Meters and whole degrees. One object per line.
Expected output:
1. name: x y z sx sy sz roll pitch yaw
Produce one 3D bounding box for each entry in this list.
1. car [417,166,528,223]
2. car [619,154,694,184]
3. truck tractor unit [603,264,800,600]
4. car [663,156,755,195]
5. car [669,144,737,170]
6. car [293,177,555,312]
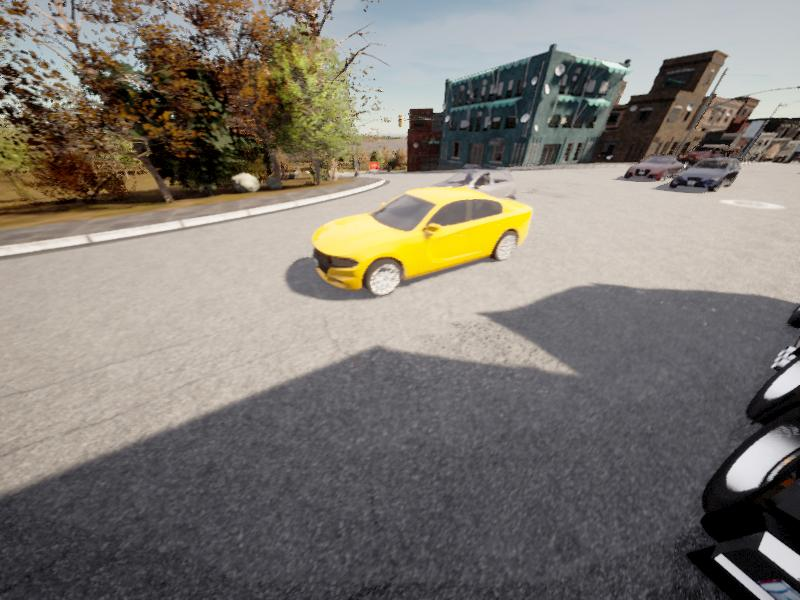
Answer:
1. car: 2.723 -4.190 8.874 3.633 1.501 1.845 -18 38 -25
2. car: 17.672 -9.120 15.944 4.181 1.385 1.994 -19 38 -24
3. truck tractor unit: 5.110 -0.299 0.796 6.516 4.208 3.053 -18 38 -24
4. car: 17.062 -6.983 12.782 4.193 1.474 1.816 -19 38 -24
5. car: 27.912 -13.234 21.361 3.866 1.878 1.905 -10 36 -16
6. car: 0.687 -1.587 5.013 5.008 1.535 1.882 -17 38 -25
